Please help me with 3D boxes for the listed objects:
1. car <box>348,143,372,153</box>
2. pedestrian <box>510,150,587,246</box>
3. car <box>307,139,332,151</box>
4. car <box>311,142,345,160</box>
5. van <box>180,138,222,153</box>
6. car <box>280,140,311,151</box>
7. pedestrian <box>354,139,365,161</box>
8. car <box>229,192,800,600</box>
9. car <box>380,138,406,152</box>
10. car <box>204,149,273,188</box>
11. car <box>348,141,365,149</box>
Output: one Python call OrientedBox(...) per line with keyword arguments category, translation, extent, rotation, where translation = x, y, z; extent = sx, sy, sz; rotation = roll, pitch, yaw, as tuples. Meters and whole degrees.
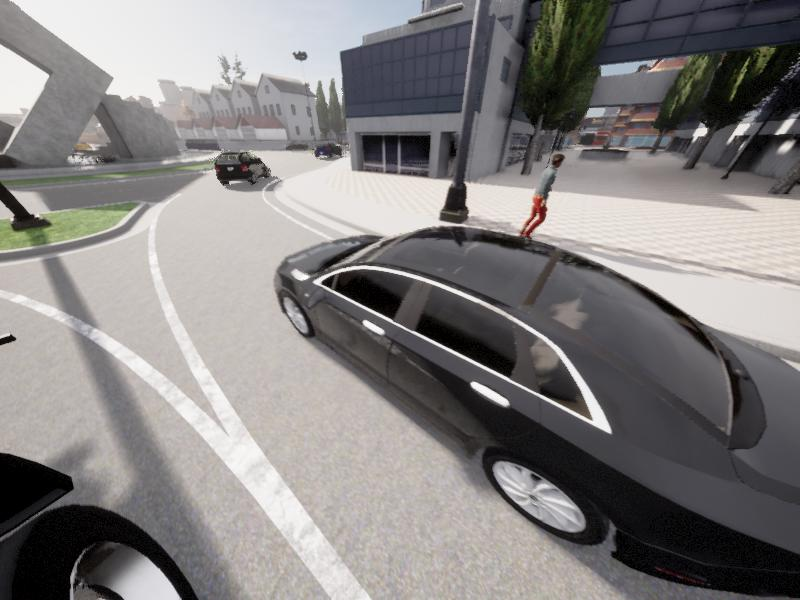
OrientedBox(category="car", translation=(-7.015, -26.851, 40.738), extent=(1.994, 1.385, 4.181), rotation=(18, 39, 24))
OrientedBox(category="pedestrian", translation=(3.227, -2.273, 5.245), extent=(0.751, 1.860, 0.751), rotation=(7, 36, 9))
OrientedBox(category="car", translation=(-15.355, -29.826, 44.435), extent=(3.866, 1.878, 1.905), rotation=(-30, 45, -35))
OrientedBox(category="car", translation=(-9.071, -19.204, 29.658), extent=(2.152, 1.651, 5.027), rotation=(5, 35, 7))
OrientedBox(category="van", translation=(-31.538, -24.583, 36.784), extent=(4.442, 1.987, 1.775), rotation=(-7, 36, -10))
OrientedBox(category="car", translation=(-20.095, -29.857, 44.632), extent=(4.611, 1.667, 2.242), rotation=(-28, 44, -34))
OrientedBox(category="pedestrian", translation=(-4.138, -15.351, 23.721), extent=(0.751, 1.860, 0.751), rotation=(6, 36, 8))
OrientedBox(category="car", translation=(0.379, 0.039, 2.557), extent=(4.892, 1.490, 1.837), rotation=(25, 42, 31))
OrientedBox(category="car", translation=(-1.190, -28.721, 42.845), extent=(2.150, 2.045, 5.566), rotation=(20, 39, 25))
OrientedBox(category="car", translation=(-9.142, -7.785, 13.522), extent=(1.789, 1.549, 3.705), rotation=(-6, 36, -7))
OrientedBox(category="car", translation=(-10.124, -36.513, 54.241), extent=(1.845, 1.501, 3.633), rotation=(22, 40, 27))
